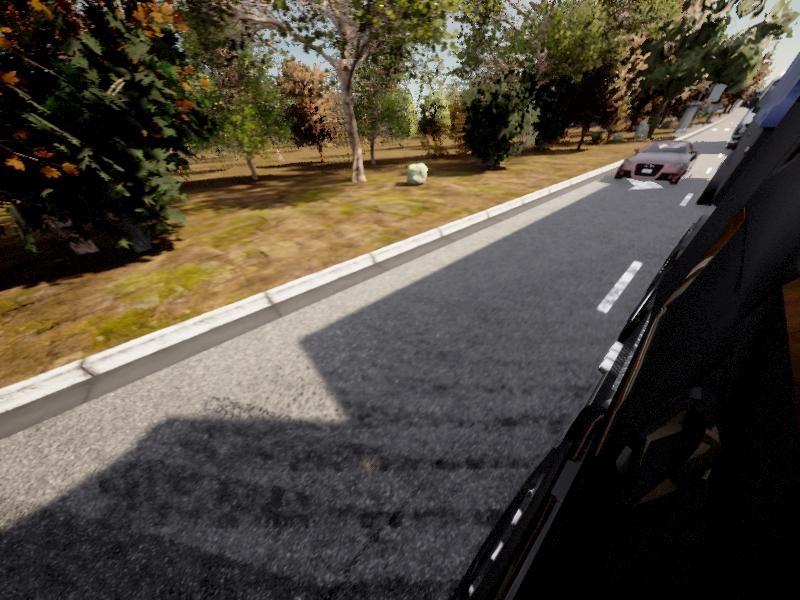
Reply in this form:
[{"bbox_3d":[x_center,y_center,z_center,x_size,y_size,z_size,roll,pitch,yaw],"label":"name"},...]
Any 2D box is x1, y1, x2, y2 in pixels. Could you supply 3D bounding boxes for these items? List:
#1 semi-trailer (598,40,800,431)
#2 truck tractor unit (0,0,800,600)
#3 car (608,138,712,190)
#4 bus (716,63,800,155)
[{"bbox_3d":[8.696,-3.593,4.249,14.254,4.402,2.717,-28,44,-30],"label":"semi-trailer"},{"bbox_3d":[2.645,-0.295,0.352,6.516,4.208,3.053,-28,44,-30],"label":"truck tractor unit"},{"bbox_3d":[11.024,-5.915,9.785,4.181,1.385,1.994,-28,44,-30],"label":"car"},{"bbox_3d":[26.934,-13.170,16.054,10.273,4.253,3.944,-29,44,-30],"label":"bus"}]
